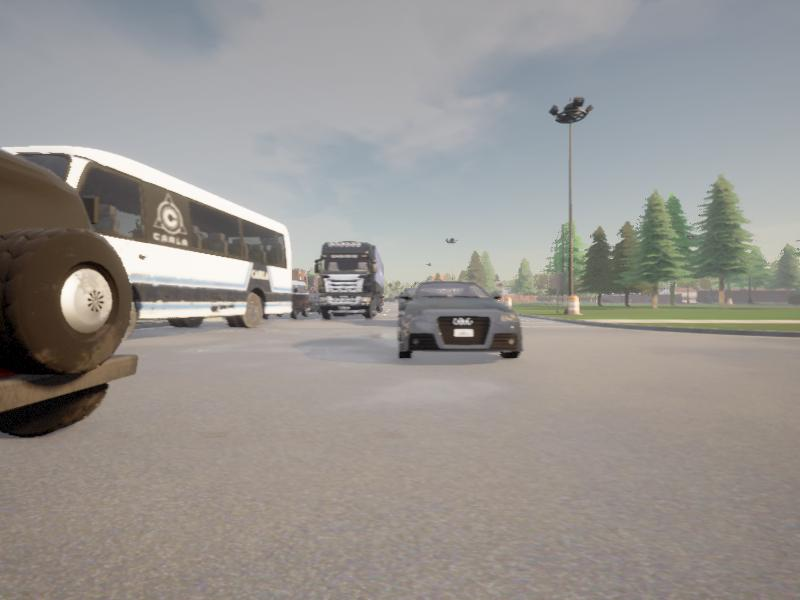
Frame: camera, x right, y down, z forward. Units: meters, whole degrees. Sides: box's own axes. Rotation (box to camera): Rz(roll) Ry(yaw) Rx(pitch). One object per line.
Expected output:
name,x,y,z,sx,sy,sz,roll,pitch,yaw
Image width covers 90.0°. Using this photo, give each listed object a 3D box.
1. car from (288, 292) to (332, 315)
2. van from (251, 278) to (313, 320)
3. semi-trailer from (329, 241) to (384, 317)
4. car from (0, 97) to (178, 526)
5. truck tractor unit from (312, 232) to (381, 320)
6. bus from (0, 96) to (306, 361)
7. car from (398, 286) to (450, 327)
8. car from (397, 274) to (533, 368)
car,-6.275,0.227,28.546,2.038,1.542,4.974,0,0,-1
van,-6.199,-0.028,21.597,2.069,2.038,4.480,0,0,0
semi-trailer,-2.792,-1.218,30.186,2.717,4.402,14.254,0,0,-1
car,-3.682,0.047,2.201,3.866,1.878,1.905,0,0,0
truck tractor unit,-2.710,-1.115,22.275,3.053,4.208,6.516,0,0,-1
bus,-6.710,-1.128,11.800,3.944,4.253,10.273,1,0,10
car,0.850,0.245,16.919,1.837,1.490,4.892,0,0,-1
car,0.944,0.308,7.950,1.994,1.385,4.181,0,0,0
